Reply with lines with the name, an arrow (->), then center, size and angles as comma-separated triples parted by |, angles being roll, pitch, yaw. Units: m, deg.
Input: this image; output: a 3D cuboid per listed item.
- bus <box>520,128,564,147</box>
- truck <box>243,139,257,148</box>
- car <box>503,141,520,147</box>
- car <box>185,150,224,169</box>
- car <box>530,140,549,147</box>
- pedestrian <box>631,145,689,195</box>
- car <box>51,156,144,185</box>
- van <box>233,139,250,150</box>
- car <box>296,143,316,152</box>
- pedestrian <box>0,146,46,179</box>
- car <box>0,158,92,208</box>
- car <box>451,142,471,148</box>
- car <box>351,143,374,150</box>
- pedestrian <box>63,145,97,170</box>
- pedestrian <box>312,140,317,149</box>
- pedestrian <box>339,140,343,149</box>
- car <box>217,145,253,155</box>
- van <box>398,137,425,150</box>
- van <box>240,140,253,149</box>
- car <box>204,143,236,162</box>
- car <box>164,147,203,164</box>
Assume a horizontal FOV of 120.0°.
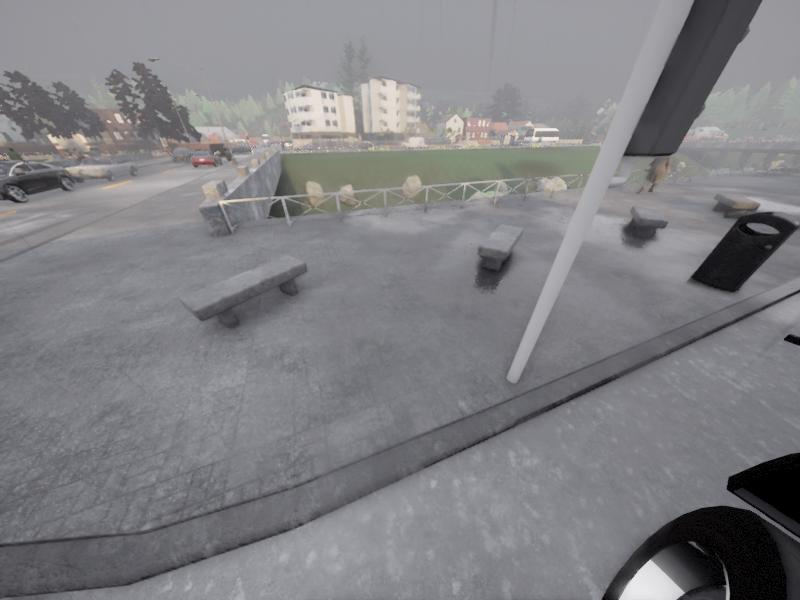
bus -> 40.339, -46.164, 65.765 | 10.273, 4.253, 3.944 | -13, 37, -17
truck -> -48.227, -50.505, 74.455 | 2.627, 2.467, 5.204 | -13, 37, -17
car -> 32.690, -45.644, 67.603 | 3.806, 1.475, 1.970 | -13, 37, -17
car -> -19.992, -14.631, 23.869 | 1.994, 1.385, 4.181 | -14, 37, -18
car -> 42.696, -48.007, 70.652 | 4.856, 1.649, 2.033 | -13, 37, -17
pedestrian -> 11.396, -5.725, 10.190 | 0.751, 1.860, 0.751 | -13, 37, -17
car -> -20.645, -9.165, 16.130 | 1.895, 1.301, 4.718 | -13, 37, -17
van -> -42.375, -41.815, 62.016 | 2.351, 2.431, 6.366 | -13, 37, -17
car -> -20.732, -33.628, 50.922 | 3.806, 1.475, 1.970 | -13, 37, -17
pedestrian -> -25.833, -9.377, 15.772 | 0.751, 1.860, 0.751 | -10, 36, -13
car -> -18.057, -5.569, 10.779 | 2.128, 1.511, 4.902 | -12, 37, -16
car -> 16.543, -41.960, 62.591 | 4.718, 1.301, 1.895 | -13, 37, -17
car -> -8.896, -36.296, 54.597 | 4.892, 1.490, 1.837 | -12, 37, -17
pedestrian -> -28.457, -12.710, 20.561 | 0.751, 1.860, 0.751 | -13, 37, -17
pedestrian -> -20.728, -37.565, 55.823 | 0.751, 1.860, 0.751 | -16, 38, -21
pedestrian -> -14.782, -39.012, 57.790 | 0.751, 1.860, 0.751 | -13, 37, -17
car -> -31.716, -29.118, 44.665 | 2.033, 1.411, 5.357 | 13, 37, 19
van -> 2.888, -39.342, 58.009 | 6.366, 2.431, 2.351 | -13, 37, -17
van -> -45.332, -46.042, 68.422 | 2.069, 2.038, 4.480 | -13, 37, -17
car -> -22.581, -18.651, 29.183 | 1.905, 1.878, 3.866 | -13, 37, -17
car -> -26.490, -17.901, 28.498 | 1.837, 1.490, 4.892 | -13, 37, -17
